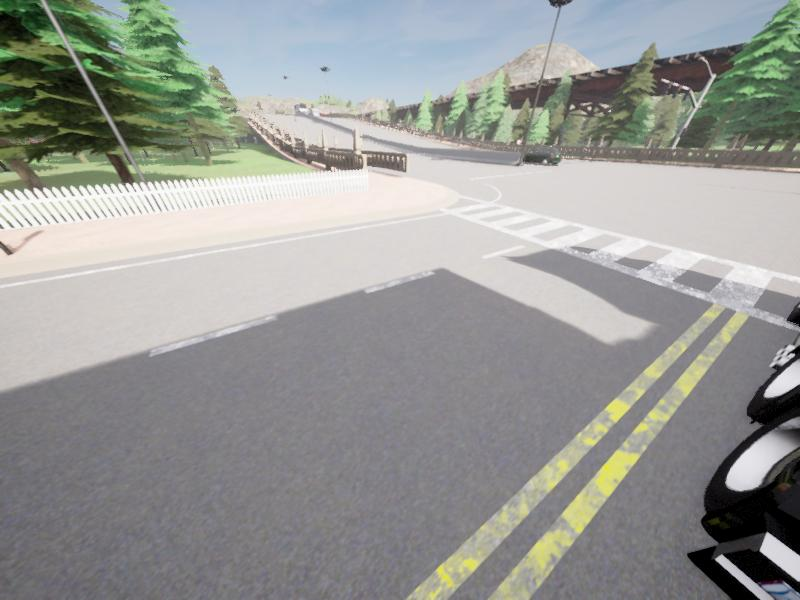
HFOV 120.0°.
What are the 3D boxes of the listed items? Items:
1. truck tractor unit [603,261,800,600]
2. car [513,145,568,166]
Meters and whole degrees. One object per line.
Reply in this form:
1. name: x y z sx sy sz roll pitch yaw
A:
1. truck tractor unit: 5.106 -0.304 0.796 6.516 4.208 3.053 -18 39 -24
2. car: 15.722 -16.402 26.160 2.097 1.767 4.553 -19 39 -25
